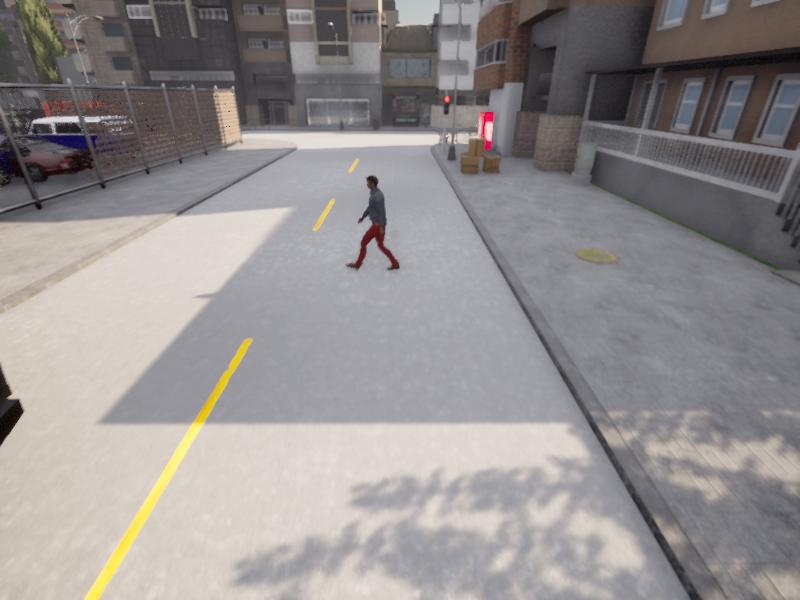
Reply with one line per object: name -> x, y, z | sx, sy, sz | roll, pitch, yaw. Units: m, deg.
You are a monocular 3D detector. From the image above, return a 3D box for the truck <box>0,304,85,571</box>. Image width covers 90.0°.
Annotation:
truck -> -4.027, 2.030, 0.339 | 2.390, 2.098, 6.274 | 0, 27, 0

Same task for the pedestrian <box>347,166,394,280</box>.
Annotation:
pedestrian -> -0.487, -1.373, 7.182 | 0.751, 1.860, 0.751 | 0, 27, -1

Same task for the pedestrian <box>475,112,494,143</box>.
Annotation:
pedestrian -> 5.619, -11.506, 26.659 | 0.751, 1.860, 0.751 | -14, 30, -25

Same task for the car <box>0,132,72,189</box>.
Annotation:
car -> -14.724, -5.273, 14.884 | 1.789, 1.547, 3.705 | 0, 27, 0
